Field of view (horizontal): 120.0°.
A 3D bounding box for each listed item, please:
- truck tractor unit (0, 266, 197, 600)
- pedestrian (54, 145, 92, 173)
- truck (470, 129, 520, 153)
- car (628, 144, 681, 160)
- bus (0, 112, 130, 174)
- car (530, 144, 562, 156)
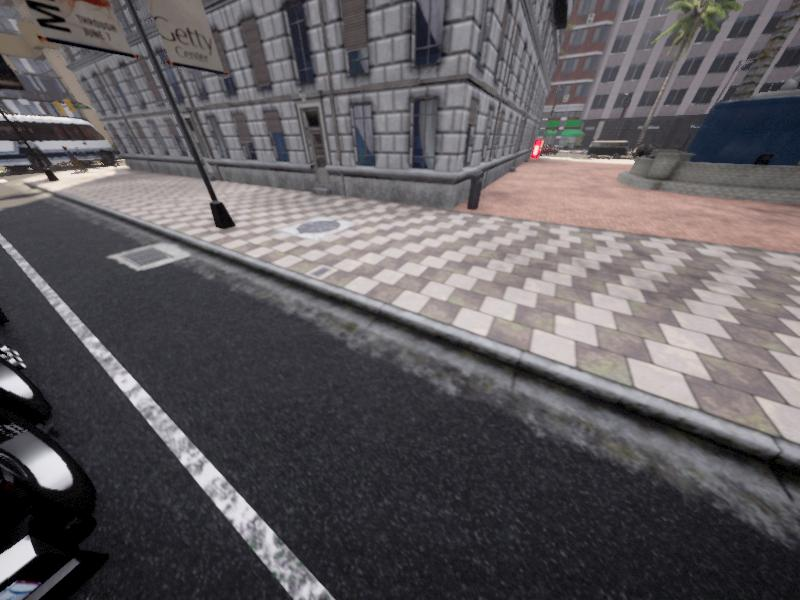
[{"bbox_3d":[-5.113,-0.299,0.773,6.516,4.208,3.053,18,39,24],"label":"truck tractor unit"},{"bbox_3d":[-26.237,-11.317,18.556,0.751,1.860,0.751,9,36,14],"label":"pedestrian"},{"bbox_3d":[19.261,-32.537,47.224,8.468,3.827,2.891,18,39,25],"label":"truck"},{"bbox_3d":[32.891,-19.272,29.987,1.851,1.617,3.988,-21,40,-27],"label":"car"},{"bbox_3d":[-34.642,-15.112,22.311,3.944,4.253,10.273,0,35,5],"label":"bus"},{"bbox_3d":[24.075,-24.818,38.146,3.806,1.475,1.970,25,42,31],"label":"car"}]
